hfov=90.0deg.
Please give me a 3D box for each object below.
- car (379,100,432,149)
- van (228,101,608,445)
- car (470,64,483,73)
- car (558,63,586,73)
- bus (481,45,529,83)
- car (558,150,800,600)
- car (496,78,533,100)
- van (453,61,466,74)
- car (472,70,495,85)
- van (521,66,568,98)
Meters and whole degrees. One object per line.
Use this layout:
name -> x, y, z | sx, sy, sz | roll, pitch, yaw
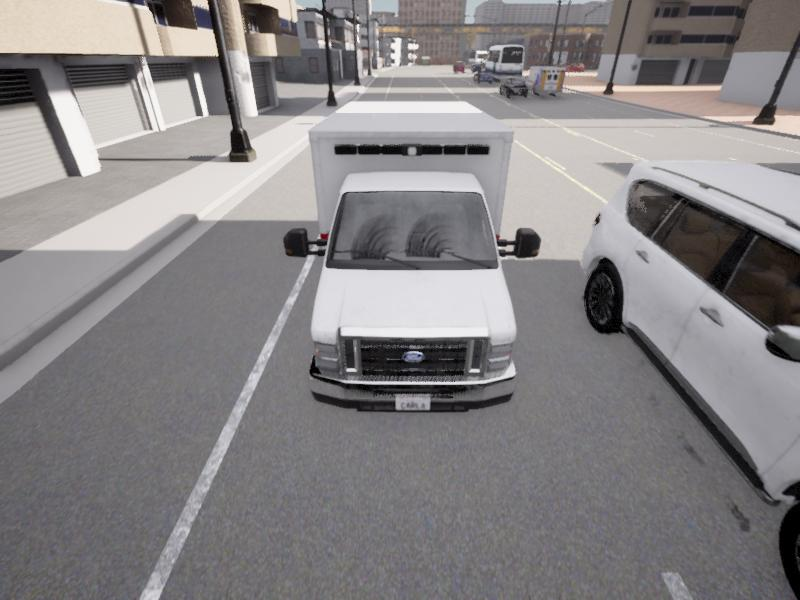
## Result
car -> 0.228, -8.248, 18.574 | 2.128, 1.511, 4.902 | 0, 30, 0
van -> 0.130, -1.317, 5.837 | 2.351, 2.431, 6.366 | 0, 30, 0
car -> 14.680, -44.360, 76.629 | 1.845, 1.501, 3.633 | 0, 31, 1
car -> 34.757, -47.003, 80.998 | 4.611, 1.667, 2.242 | 1, 31, 2
bus -> 14.402, -33.242, 56.178 | 3.944, 4.253, 10.273 | 0, 32, 0
car -> 3.625, 0.257, 3.524 | 2.150, 2.045, 5.566 | 0, 30, 0
car -> 10.880, -20.241, 38.290 | 2.128, 1.511, 4.902 | 0, 32, 0
van -> 11.171, -44.010, 75.654 | 1.775, 1.987, 4.442 | 0, 31, 1
car -> 10.995, -29.530, 53.002 | 2.033, 1.411, 5.357 | 0, 32, 0
van -> 14.399, -22.112, 40.394 | 2.351, 2.431, 6.366 | 0, 32, 0
